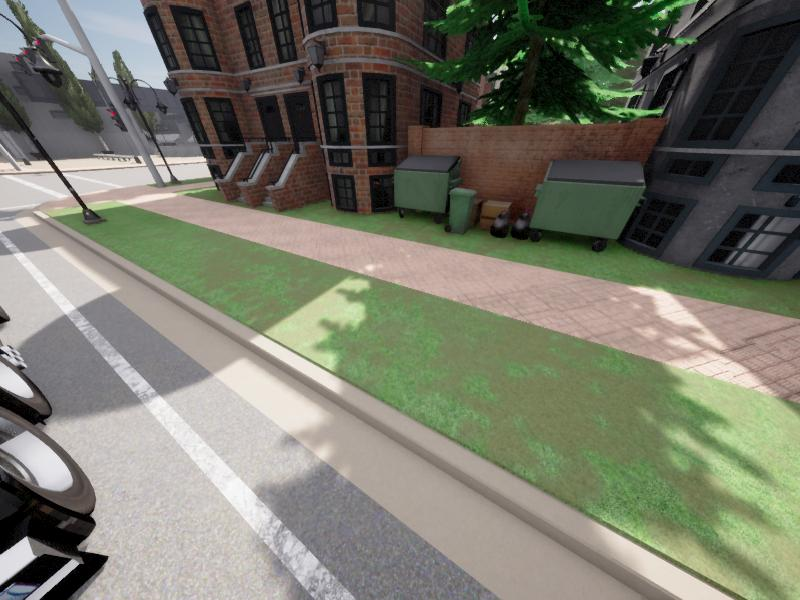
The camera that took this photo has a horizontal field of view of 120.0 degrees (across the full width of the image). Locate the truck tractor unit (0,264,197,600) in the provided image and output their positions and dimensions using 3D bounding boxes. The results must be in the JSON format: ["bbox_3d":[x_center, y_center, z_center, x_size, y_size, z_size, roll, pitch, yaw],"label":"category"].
[{"bbox_3d":[-5.112,-0.300,0.779,6.516,4.208,3.053,18,39,24],"label":"truck tractor unit"}]
